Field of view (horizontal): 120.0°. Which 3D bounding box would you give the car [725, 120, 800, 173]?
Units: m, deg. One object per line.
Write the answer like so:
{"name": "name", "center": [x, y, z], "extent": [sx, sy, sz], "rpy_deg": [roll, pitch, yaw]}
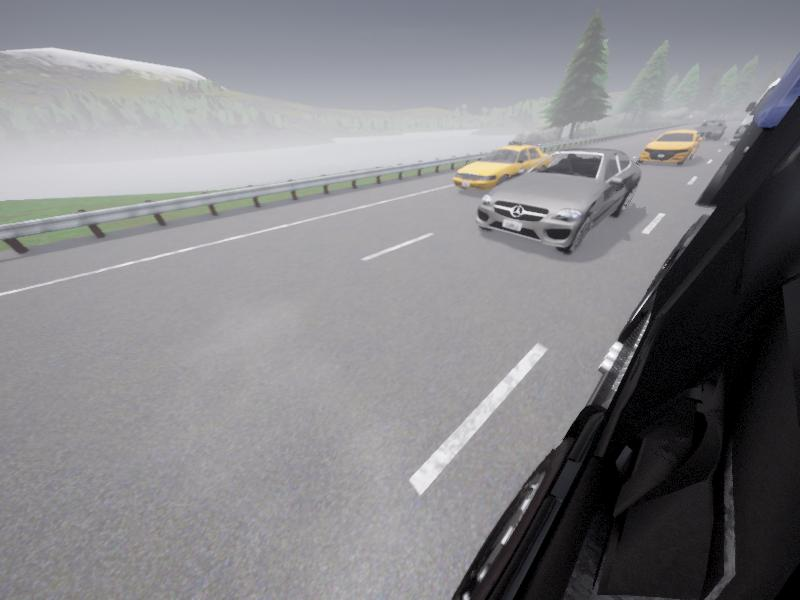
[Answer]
{"name": "car", "center": [18.288, -7.590, 11.238], "extent": [4.553, 1.767, 2.097], "rpy_deg": [-28, 43, -30]}

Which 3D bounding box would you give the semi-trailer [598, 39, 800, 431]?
{"name": "semi-trailer", "center": [8.700, -3.590, 4.246], "extent": [14.254, 4.402, 2.717], "rpy_deg": [-28, 44, -30]}

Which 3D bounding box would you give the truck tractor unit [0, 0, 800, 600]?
{"name": "truck tractor unit", "center": [2.645, -0.295, 0.352], "extent": [6.516, 4.208, 3.053], "rpy_deg": [-28, 44, -30]}

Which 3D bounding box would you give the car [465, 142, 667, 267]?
{"name": "car", "center": [4.185, -2.770, 5.767], "extent": [5.027, 1.651, 2.152], "rpy_deg": [-28, 43, -30]}

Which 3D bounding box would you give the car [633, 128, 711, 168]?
{"name": "car", "center": [15.702, -8.840, 13.291], "extent": [5.008, 1.535, 1.882], "rpy_deg": [-28, 43, -30]}

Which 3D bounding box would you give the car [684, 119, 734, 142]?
{"name": "car", "center": [31.382, -17.208, 23.463], "extent": [4.611, 1.667, 2.242], "rpy_deg": [-28, 44, -30]}

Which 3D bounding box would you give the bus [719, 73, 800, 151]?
{"name": "bus", "center": [30.901, -15.200, 18.614], "extent": [10.273, 4.253, 3.944], "rpy_deg": [-29, 44, -29]}

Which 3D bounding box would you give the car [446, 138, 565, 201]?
{"name": "car", "center": [4.467, -5.631, 9.627], "extent": [5.366, 1.575, 1.801], "rpy_deg": [-28, 44, -30]}
